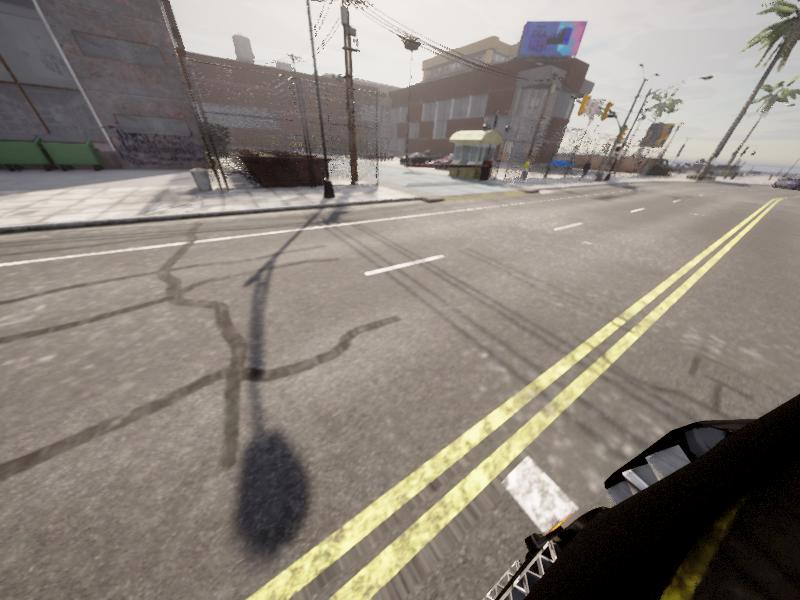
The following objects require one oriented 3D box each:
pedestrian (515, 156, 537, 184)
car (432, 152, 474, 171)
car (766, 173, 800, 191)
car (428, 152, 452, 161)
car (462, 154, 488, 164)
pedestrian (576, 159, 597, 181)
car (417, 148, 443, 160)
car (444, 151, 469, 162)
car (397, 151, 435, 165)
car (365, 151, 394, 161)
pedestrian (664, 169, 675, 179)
[{"bbox_3d":[9.830,-10.147,18.052,0.751,1.860,0.751,-18,39,-28],"label":"pedestrian"},{"bbox_3d":[6.504,-16.935,28.213,4.553,1.767,2.185,-18,39,-28],"label":"car"},{"bbox_3d":[47.723,-13.975,27.441,4.856,1.649,2.033,0,33,-5],"label":"car"},{"bbox_3d":[8.917,-31.638,51.005,4.786,1.482,2.161,-18,39,-28],"label":"car"},{"bbox_3d":[14.321,-26.844,44.081,4.674,1.452,2.002,-18,39,-28],"label":"car"},{"bbox_3d":[18.410,-12.836,22.804,0.751,1.860,0.751,-19,40,-30],"label":"pedestrian"},{"bbox_3d":[6.868,-33.503,53.159,5.566,2.045,2.435,-18,39,-28],"label":"car"},{"bbox_3d":[11.662,-29.385,47.392,4.553,1.767,2.185,-18,39,-28],"label":"car"},{"bbox_3d":[2.335,-20.502,33.474,5.008,1.535,2.097,-18,39,-28],"label":"car"},{"bbox_3d":[-3.511,-25.384,40.706,4.718,1.301,1.895,-18,39,-28],"label":"car"},{"bbox_3d":[37.670,-17.630,32.287,0.500,1.100,0.500,-14,37,-24],"label":"pedestrian"}]
